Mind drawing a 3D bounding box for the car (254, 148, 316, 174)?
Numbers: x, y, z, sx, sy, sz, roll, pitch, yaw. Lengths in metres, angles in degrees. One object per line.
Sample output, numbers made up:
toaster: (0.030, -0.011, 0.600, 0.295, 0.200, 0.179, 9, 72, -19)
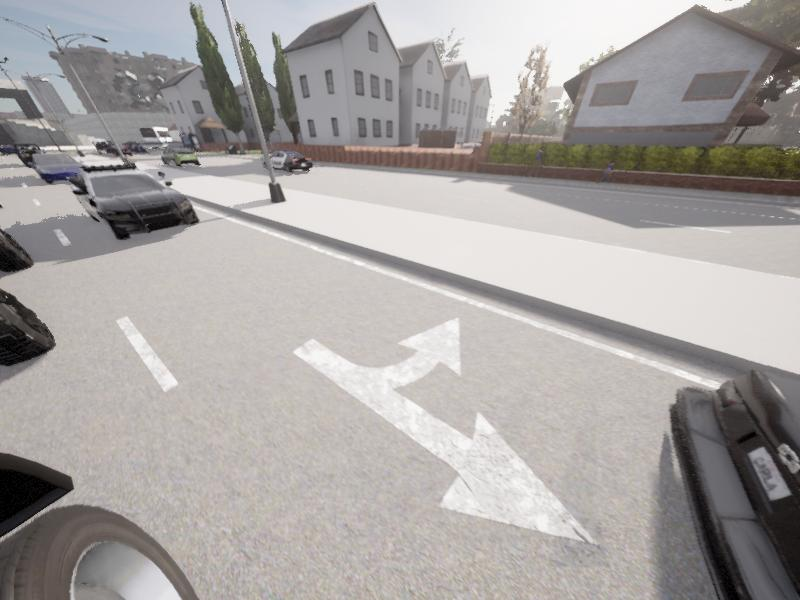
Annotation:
car: (-9.628, -11.668, 19.309, 4.974, 1.542, 2.038, 22, 40, 27)

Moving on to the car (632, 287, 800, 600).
car: (4.142, 1.839, 0.172, 5.357, 1.411, 2.033, 22, 40, 28)

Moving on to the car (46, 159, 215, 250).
car: (-8.318, -3.207, 7.094, 5.238, 1.638, 1.930, 22, 40, 28)

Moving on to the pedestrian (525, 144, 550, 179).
pedestrian: (8.828, -8.859, 14.822, 0.751, 1.860, 0.751, 23, 41, 29)

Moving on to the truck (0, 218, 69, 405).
truck: (-7.035, -0.429, 2.735, 6.274, 2.098, 2.390, 21, 41, 29)

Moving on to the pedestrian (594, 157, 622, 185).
pedestrian: (11.918, -7.418, 13.270, 0.751, 1.300, 0.751, 22, 41, 28)

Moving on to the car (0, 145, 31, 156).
car: (-58.199, -22.518, 34.695, 4.718, 1.301, 1.895, 17, 38, 23)

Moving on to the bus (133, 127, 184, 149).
bus: (-58.895, -39.863, 56.956, 3.944, 4.253, 10.273, -10, 36, -14)

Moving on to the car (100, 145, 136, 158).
car: (-40.645, -21.501, 33.283, 5.357, 1.411, 2.033, 22, 40, 28)

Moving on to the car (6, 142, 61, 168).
car: (-34.149, -13.566, 21.526, 3.866, 1.878, 1.905, 22, 40, 28)

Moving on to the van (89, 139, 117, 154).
van: (-50.541, -26.135, 39.288, 4.480, 2.038, 2.069, 27, 44, 33)

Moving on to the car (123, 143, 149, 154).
car: (-44.539, -25.610, 39.024, 3.633, 1.501, 1.845, 23, 41, 29)

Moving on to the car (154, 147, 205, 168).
car: (-21.492, -13.947, 22.486, 4.514, 1.525, 2.007, 22, 40, 28)

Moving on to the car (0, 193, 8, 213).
car: (-16.811, -4.037, 8.458, 4.181, 1.385, 1.994, 22, 40, 28)

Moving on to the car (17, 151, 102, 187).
car: (-21.189, -8.252, 14.366, 4.792, 1.488, 2.163, 22, 40, 28)
